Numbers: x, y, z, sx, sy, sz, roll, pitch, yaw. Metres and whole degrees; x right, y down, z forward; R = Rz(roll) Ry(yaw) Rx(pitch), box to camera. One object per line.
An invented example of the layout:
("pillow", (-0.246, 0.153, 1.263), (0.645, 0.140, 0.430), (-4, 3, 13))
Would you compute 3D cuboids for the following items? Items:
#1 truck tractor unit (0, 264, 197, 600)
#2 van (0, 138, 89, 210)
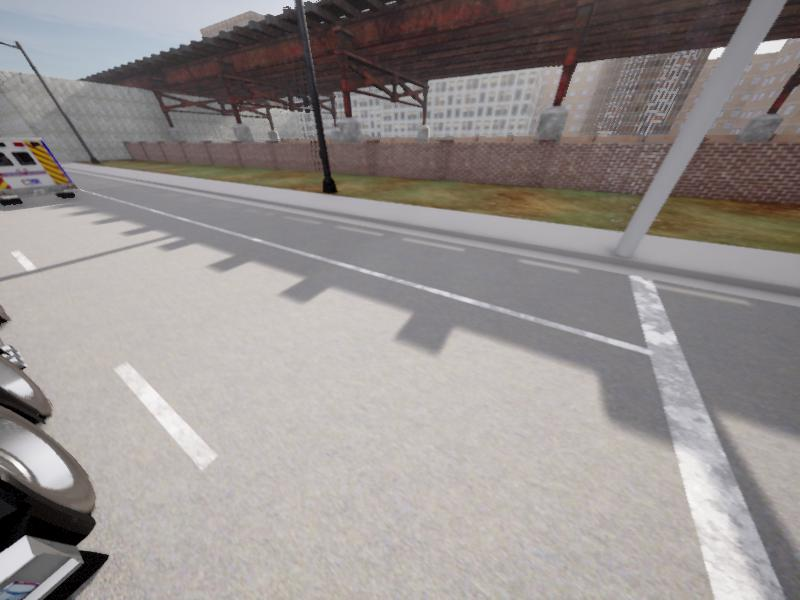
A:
("truck tractor unit", (-5.118, -0.292, 0.782), (6.516, 4.208, 3.053), (18, 39, 24))
("van", (-18.338, -6.160, 10.928), (6.366, 2.431, 2.351), (18, 39, 24))
